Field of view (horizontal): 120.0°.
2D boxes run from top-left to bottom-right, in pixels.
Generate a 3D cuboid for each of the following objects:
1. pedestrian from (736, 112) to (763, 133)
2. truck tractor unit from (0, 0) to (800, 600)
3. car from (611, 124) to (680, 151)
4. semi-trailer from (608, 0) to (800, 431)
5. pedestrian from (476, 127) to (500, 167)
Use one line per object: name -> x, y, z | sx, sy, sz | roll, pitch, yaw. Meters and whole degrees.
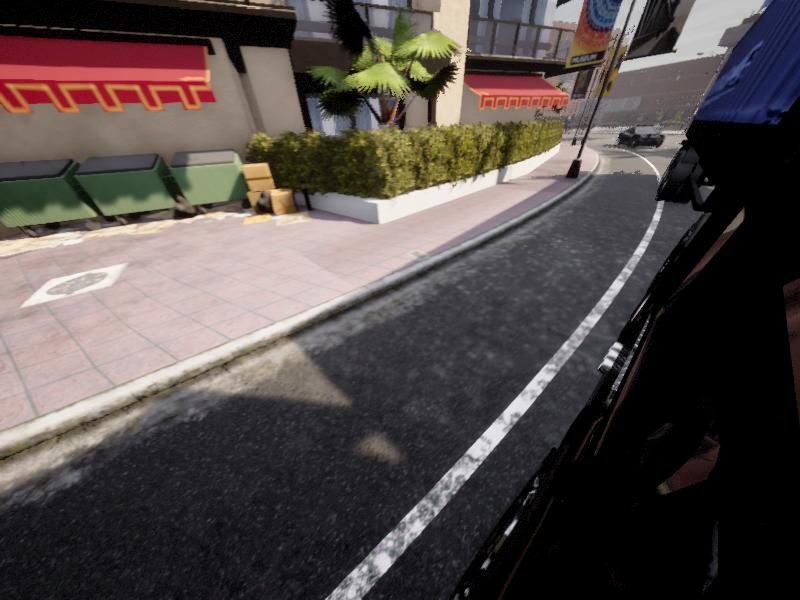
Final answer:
pedestrian -> 41.564, -21.100, 27.495 | 0.751, 1.860, 0.751 | 4, 37, 9
truck tractor unit -> 2.645, -0.295, 0.351 | 6.516, 4.208, 3.053 | -28, 44, -30
car -> 20.758, -14.110, 19.923 | 1.930, 1.638, 5.238 | 10, 38, 16
semi-trailer -> 8.197, -3.898, 4.674 | 2.717, 4.402, 14.254 | 28, 46, 34
pedestrian -> 5.114, -8.920, 13.504 | 0.751, 1.860, 0.751 | 28, 47, 35
